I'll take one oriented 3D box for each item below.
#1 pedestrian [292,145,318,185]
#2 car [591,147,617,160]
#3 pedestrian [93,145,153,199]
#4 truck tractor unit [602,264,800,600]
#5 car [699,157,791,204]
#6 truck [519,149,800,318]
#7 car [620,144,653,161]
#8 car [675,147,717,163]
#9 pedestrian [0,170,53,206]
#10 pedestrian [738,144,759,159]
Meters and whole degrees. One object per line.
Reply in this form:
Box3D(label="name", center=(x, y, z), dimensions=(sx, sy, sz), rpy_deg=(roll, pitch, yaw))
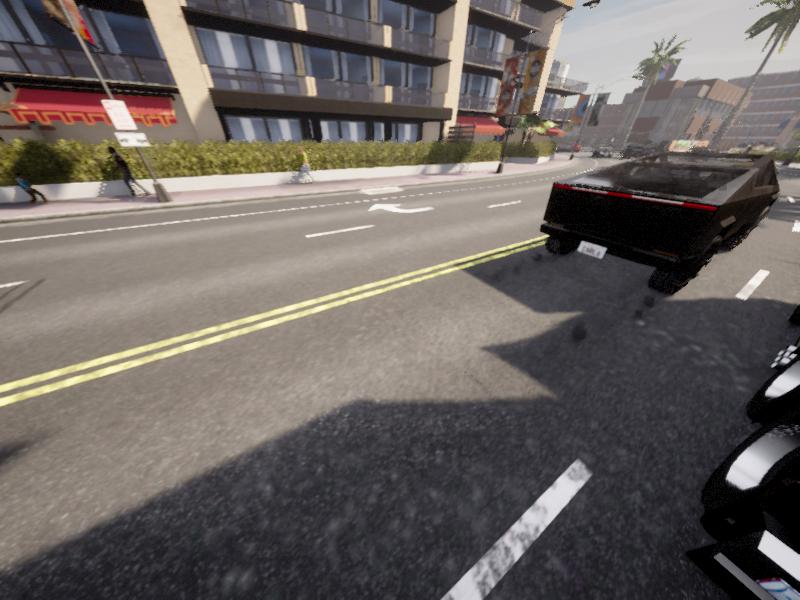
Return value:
Box3D(label="pedestrian", center=(-5.177, -7.390, 12.653), dimensions=(0.751, 1.860, 0.751), rpy_deg=(-20, 40, -27))
Box3D(label="car", center=(31.492, -22.772, 35.787), dimensions=(1.970, 1.475, 3.806), rpy_deg=(14, 37, 19))
Box3D(label="pedestrian", center=(-11.366, -5.298, 9.583), dimensions=(0.751, 1.860, 0.751), rpy_deg=(-22, 41, -29))
Box3D(label="truck tractor unit", center=(5.111, -0.300, 0.788), dimensions=(6.516, 4.208, 3.053), rpy_deg=(-18, 39, -24))
Box3D(label="car", center=(17.546, -6.282, 11.838), dimensions=(5.366, 1.575, 1.801), rpy_deg=(-24, 41, -31))
Box3D(label="truck", center=(6.069, -2.069, 5.210), dimensions=(6.274, 2.098, 2.390), rpy_deg=(-18, 39, -25))
Box3D(label="car", center=(34.096, -21.395, 33.472), dimensions=(1.905, 1.878, 3.866), rpy_deg=(16, 37, 21))
Box3D(label="car", center=(40.837, -20.169, 32.021), dimensions=(1.851, 1.617, 3.988), rpy_deg=(15, 37, 19))
Box3D(label="pedestrian", center=(-13.811, -4.139, 8.557), dimensions=(0.500, 1.100, 0.500), rpy_deg=(-20, 40, -27))
Box3D(label="pedestrian", center=(51.925, -22.150, 34.448), dimensions=(0.751, 1.860, 0.751), rpy_deg=(14, 37, 19))
